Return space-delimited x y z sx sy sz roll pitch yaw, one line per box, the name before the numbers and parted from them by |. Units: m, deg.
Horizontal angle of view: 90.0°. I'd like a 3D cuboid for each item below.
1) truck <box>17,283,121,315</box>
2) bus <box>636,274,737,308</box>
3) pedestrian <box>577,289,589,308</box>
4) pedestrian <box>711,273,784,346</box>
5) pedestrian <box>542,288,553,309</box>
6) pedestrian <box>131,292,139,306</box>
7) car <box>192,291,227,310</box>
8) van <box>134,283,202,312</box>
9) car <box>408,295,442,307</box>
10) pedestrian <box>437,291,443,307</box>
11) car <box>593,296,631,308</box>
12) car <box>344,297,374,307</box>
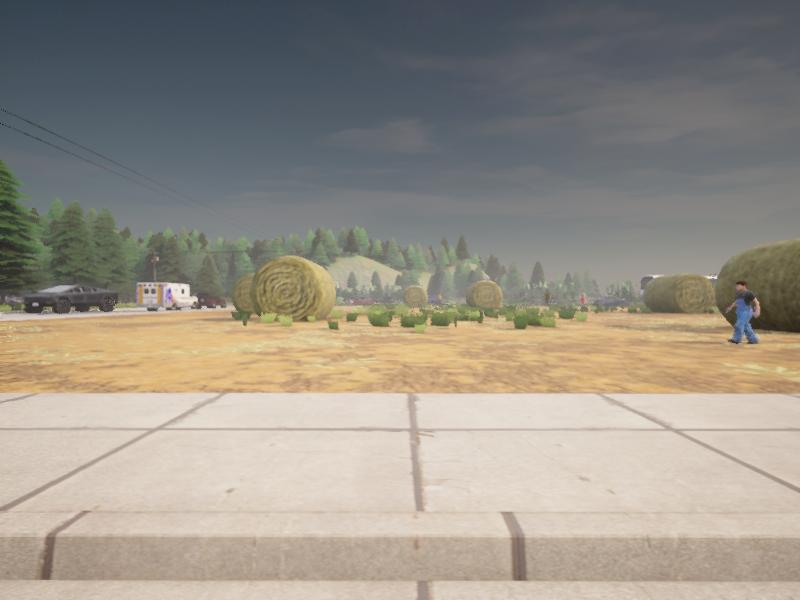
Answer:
truck | -24.168 -0.045 29.709 2.390 2.098 6.274 0 0 1
bus | 37.676 -1.126 53.060 10.273 4.253 3.944 1 0 4
pedestrian | 17.928 -0.111 39.142 0.751 1.860 0.751 0 0 -34
pedestrian | 6.513 0.169 7.536 0.751 1.300 0.751 0 0 7
pedestrian | 13.081 -0.113 35.478 0.751 1.860 0.751 0 0 44
pedestrian | -35.843 -0.144 54.143 0.751 1.860 0.751 0 0 -19
car | -20.427 0.061 43.083 1.905 1.878 3.866 0 0 1
van | -20.567 -0.207 35.894 2.351 2.431 6.366 0 0 1
car | 3.716 0.173 58.770 4.856 1.649 2.033 0 0 4
pedestrian | 4.959 -0.120 49.593 0.751 1.860 0.751 0 0 12
car | 28.356 0.263 53.582 4.193 1.474 1.816 0 0 4
car | -6.031 0.243 59.441 4.193 1.474 1.816 0 0 4
